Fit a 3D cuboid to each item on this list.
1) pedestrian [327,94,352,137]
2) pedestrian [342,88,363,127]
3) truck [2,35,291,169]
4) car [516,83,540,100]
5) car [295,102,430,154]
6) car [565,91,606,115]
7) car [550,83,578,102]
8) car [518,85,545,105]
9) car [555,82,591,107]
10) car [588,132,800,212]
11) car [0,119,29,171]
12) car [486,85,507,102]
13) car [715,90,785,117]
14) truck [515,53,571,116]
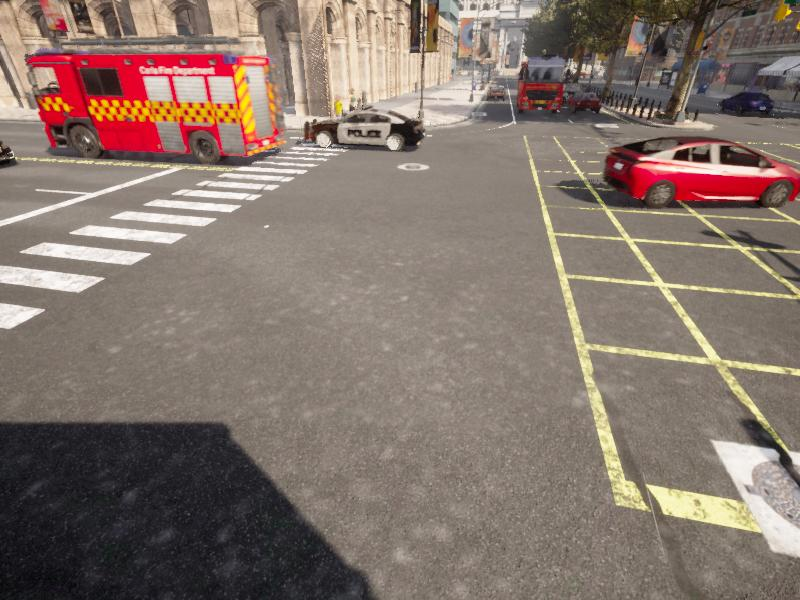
[{"bbox_3d":[-2.969,-9.090,19.694,0.751,1.860,0.751,23,37,33],"label":"pedestrian"},{"bbox_3d":[-2.584,-10.528,21.855,0.751,1.860,0.751,20,36,31],"label":"pedestrian"},{"bbox_3d":[-8.846,-7.322,14.762,8.468,3.827,2.891,6,31,11],"label":"truck"},{"bbox_3d":[13.929,-22.862,43.828,1.994,1.385,4.181,6,31,10],"label":"car"},{"bbox_3d":[-1.516,-7.374,17.021,5.238,1.638,1.930,7,31,10],"label":"car"},{"bbox_3d":[14.102,-15.122,30.644,1.895,1.301,4.718,6,31,11],"label":"car"},{"bbox_3d":[16.913,-21.521,41.426,1.970,1.475,3.806,7,31,11],"label":"car"},{"bbox_3d":[12.494,-19.655,38.226,1.970,1.475,3.806,6,31,11],"label":"car"},{"bbox_3d":[15.615,-18.742,36.350,2.097,1.767,4.553,6,31,11],"label":"car"},{"bbox_3d":[7.650,-3.330,10.215,4.514,1.525,2.007,-1,30,-1],"label":"car"},{"bbox_3d":[-15.828,-5.279,13.570,4.892,1.490,1.837,6,31,11],"label":"car"},{"bbox_3d":[9.978,-21.411,41.402,1.895,1.301,4.718,6,31,11],"label":"car"},{"bbox_3d":[25.585,-14.545,29.515,1.812,1.442,4.674,6,31,11],"label":"car"},{"bbox_3d":[10.813,-16.895,31.170,2.891,3.827,8.468,6,31,11],"label":"truck"}]
